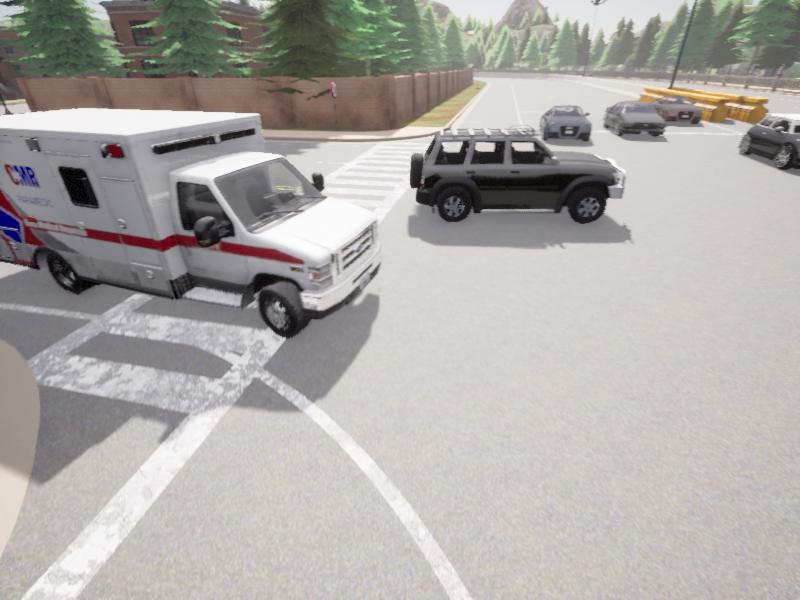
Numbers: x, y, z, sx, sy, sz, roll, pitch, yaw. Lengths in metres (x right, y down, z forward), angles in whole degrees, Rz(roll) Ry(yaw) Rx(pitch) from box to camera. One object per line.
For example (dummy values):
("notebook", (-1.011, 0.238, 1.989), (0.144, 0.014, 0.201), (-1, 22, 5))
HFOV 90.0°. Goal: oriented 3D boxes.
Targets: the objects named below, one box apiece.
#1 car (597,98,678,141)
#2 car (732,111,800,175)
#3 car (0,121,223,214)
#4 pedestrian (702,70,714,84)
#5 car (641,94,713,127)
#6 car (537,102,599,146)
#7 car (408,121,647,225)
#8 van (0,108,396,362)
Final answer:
("car", (11.744, -9.258, 20.261), (2.033, 1.411, 5.357), (6, 31, 11))
("car", (13.543, -5.390, 13.536), (1.970, 1.475, 3.806), (6, 31, 11))
("car", (-7.510, -3.590, 10.501), (4.553, 1.767, 2.097), (6, 31, 11))
("pedestrian", (48.655, -35.241, 63.240), (0.751, 1.860, 0.751), (6, 31, 10))
("car", (16.181, -11.297, 23.697), (1.994, 1.385, 4.181), (6, 31, 10))
("car", (7.785, -8.415, 18.913), (1.994, 1.385, 4.181), (6, 31, 11))
("car", (2.548, -2.948, 9.155), (4.605, 1.855, 1.932), (1, 30, 4))
("van", (-3.467, -1.407, 6.075), (6.366, 2.431, 2.351), (10, 32, 18))
